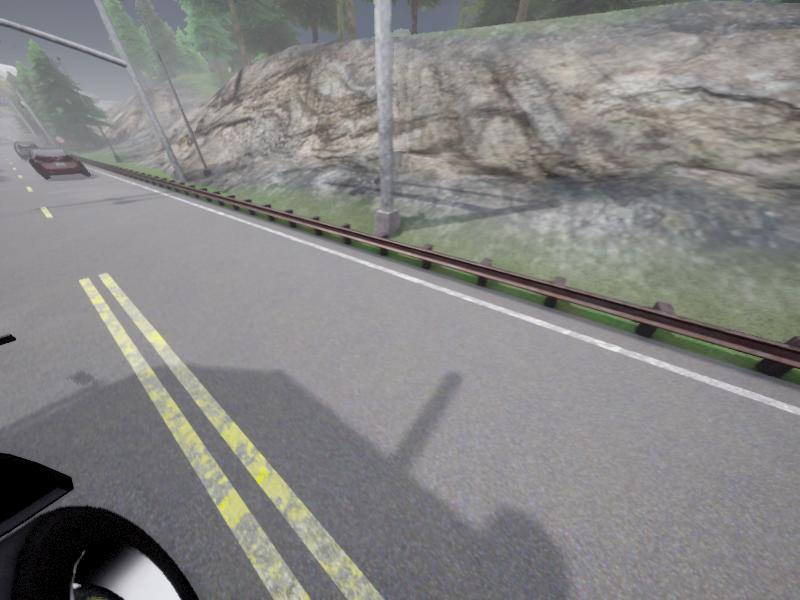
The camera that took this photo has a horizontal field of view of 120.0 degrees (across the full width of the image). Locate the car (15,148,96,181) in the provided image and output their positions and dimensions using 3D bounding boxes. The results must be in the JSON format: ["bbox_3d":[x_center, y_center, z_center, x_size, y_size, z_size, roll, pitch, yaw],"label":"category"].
[{"bbox_3d":[-22.536,-8.982,15.122,4.792,1.488,2.163,22,41,28],"label":"car"}]

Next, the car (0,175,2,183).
[{"bbox_3d":[-25.447,-7.762,13.237,4.856,1.649,2.033,22,41,27],"label":"car"}]

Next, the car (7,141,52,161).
[{"bbox_3d":[-39.392,-15.844,24.564,3.988,1.617,1.851,22,41,28],"label":"car"}]
